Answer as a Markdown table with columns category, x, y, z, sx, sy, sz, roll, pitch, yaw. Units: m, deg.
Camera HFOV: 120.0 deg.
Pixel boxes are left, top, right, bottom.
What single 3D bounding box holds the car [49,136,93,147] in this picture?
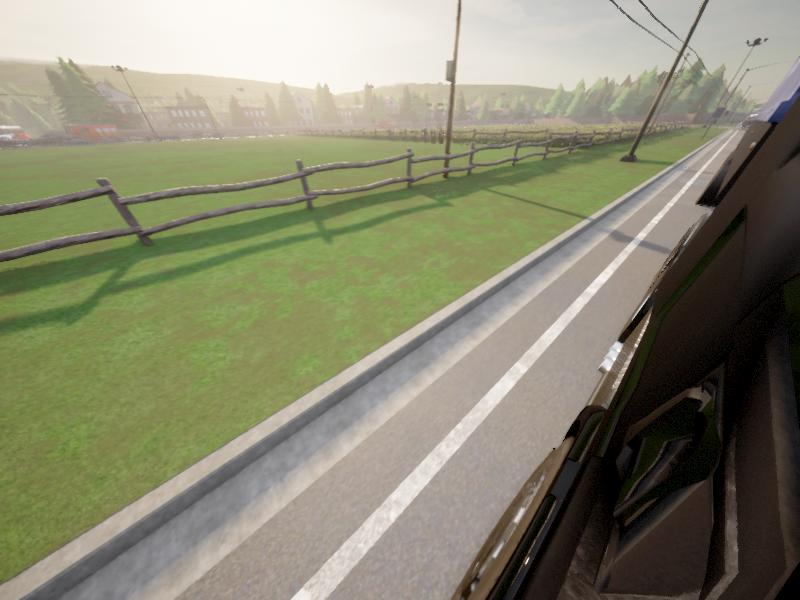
| category | x | y | z | sx | sy | sz | roll | pitch | yaw |
| --- | --- | --- | --- | --- | --- | --- | --- | --- | --- |
| car | -65.537 | -31.704 | 46.155 | 4.611 | 1.667 | 2.242 | -28 | 44 | -30 |

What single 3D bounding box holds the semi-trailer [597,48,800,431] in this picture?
| category | x | y | z | sx | sy | sz | roll | pitch | yaw |
| --- | --- | --- | --- | --- | --- | --- | --- | --- | --- |
| semi-trailer | 8.719 | -3.561 | 4.252 | 14.254 | 4.402 | 2.717 | -28 | 44 | -30 |

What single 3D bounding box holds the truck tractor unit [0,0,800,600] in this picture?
| category | x | y | z | sx | sy | sz | roll | pitch | yaw |
| --- | --- | --- | --- | --- | --- | --- | --- | --- | --- |
| truck tractor unit | 2.645 | -0.295 | 0.351 | 6.516 | 4.208 | 3.053 | -28 | 44 | -30 |

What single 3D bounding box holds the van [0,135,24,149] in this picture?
| category | x | y | z | sx | sy | sz | roll | pitch | yaw |
| --- | --- | --- | --- | --- | --- | --- | --- | --- | --- |
| van | -75.356 | -29.542 | 43.264 | 4.480 | 2.038 | 2.069 | -28 | 44 | -30 |

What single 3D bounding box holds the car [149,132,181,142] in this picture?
| category | x | y | z | sx | sy | sz | roll | pitch | yaw |
| --- | --- | --- | --- | --- | --- | --- | --- | --- | --- |
| car | -56.496 | -39.229 | 55.598 | 5.238 | 1.638 | 1.930 | -28 | 44 | -30 |

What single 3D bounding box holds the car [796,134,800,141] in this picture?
| category | x | y | z | sx | sy | sz | roll | pitch | yaw |
| --- | --- | --- | --- | --- | --- | --- | --- | --- | --- |
| car | 39.481 | -15.816 | 21.584 | 3.633 | 1.501 | 1.845 | -28 | 44 | -30 |

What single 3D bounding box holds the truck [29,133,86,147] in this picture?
| category | x | y | z | sx | sy | sz | roll | pitch | yaw |
| --- | --- | --- | --- | --- | --- | --- | --- | --- | --- |
| truck | -72.231 | -33.964 | 48.886 | 6.274 | 2.098 | 2.390 | -28 | 44 | -30 |

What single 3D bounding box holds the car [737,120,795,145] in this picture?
| category | x | y | z | sx | sy | sz | roll | pitch | yaw |
| --- | --- | --- | --- | --- | --- | --- | --- | --- | --- |
| car | 33.689 | -15.576 | 21.399 | 5.027 | 1.651 | 2.152 | -28 | 45 | -30 |

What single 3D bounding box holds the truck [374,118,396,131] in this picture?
| category | x | y | z | sx | sy | sz | roll | pitch | yaw |
| --- | --- | --- | --- | --- | --- | --- | --- | --- | --- |
| truck | -5.798 | -69.346 | 91.410 | 8.468 | 3.827 | 2.891 | -28 | 44 | -30 |

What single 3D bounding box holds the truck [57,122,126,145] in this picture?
| category | x | y | z | sx | sy | sz | roll | pitch | yaw |
| --- | --- | --- | --- | --- | --- | --- | --- | --- | --- |
| truck | -70.433 | -38.366 | 53.162 | 8.468 | 3.827 | 2.891 | -28 | 44 | -30 |

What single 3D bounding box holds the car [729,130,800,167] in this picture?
| category | x | y | z | sx | sy | sz | roll | pitch | yaw |
| --- | --- | --- | --- | --- | --- | --- | --- | --- | --- |
| car | 20.510 | -8.530 | 12.856 | 4.181 | 1.385 | 1.994 | -28 | 44 | -30 |
